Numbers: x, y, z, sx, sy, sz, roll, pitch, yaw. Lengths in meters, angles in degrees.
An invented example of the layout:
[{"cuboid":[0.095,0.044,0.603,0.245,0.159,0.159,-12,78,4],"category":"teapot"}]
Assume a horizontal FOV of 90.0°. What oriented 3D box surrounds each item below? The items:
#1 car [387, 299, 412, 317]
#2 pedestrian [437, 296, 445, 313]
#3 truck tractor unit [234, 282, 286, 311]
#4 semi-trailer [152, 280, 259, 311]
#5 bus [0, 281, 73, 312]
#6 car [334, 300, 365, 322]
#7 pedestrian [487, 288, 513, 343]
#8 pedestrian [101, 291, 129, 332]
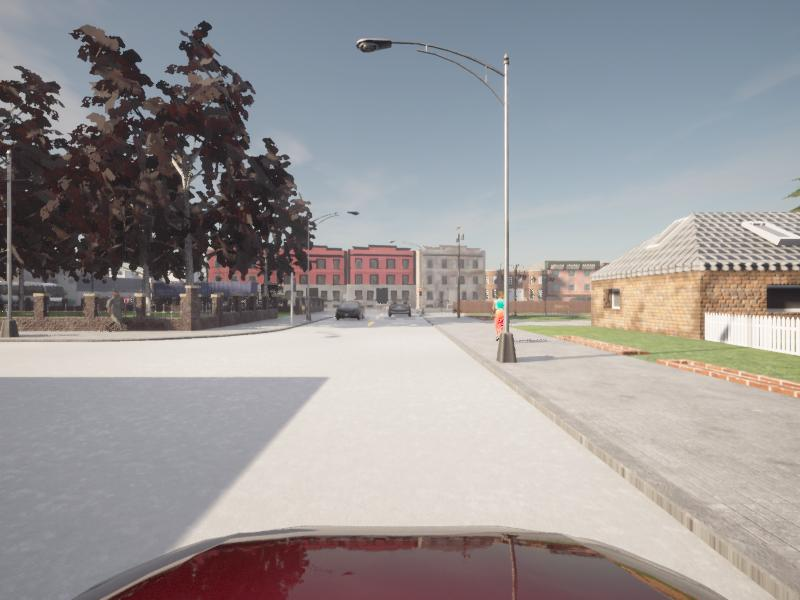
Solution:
[{"cuboid":[-0.002,0.756,39.227,2.242,1.667,4.611,0,0,1],"category":"car"},{"cuboid":[4.614,0.524,45.207,0.751,1.860,0.751,0,0,-4],"category":"pedestrian"},{"cuboid":[-20.327,-0.521,58.367,6.516,4.208,3.053,0,0,0],"category":"truck tractor unit"},{"cuboid":[-28.247,-0.621,58.377,14.254,4.402,2.717,0,0,0],"category":"semi-trailer"},{"cuboid":[-54.672,-0.544,58.493,10.273,4.253,3.944,1,0,0],"category":"bus"},{"cuboid":[-3.932,0.823,32.012,1.882,1.535,5.008,0,1,0],"category":"car"},{"cuboid":[3.498,0.533,14.024,0.751,1.860,0.751,0,0,1],"category":"pedestrian"},{"cuboid":[-13.110,0.534,18.435,0.751,1.860,0.751,0,0,0],"category":"pedestrian"}]
